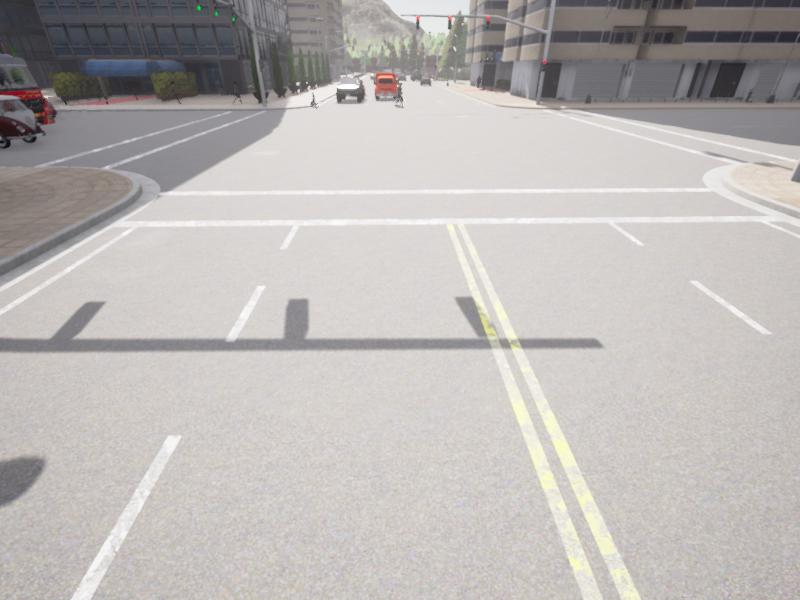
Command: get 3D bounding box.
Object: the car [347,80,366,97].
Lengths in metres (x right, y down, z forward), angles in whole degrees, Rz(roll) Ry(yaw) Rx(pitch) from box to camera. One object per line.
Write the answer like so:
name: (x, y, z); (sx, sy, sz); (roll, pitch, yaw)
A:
car: (-5.102, -24.985, 47.241); (1.801, 1.575, 5.366); (-1, 30, -1)

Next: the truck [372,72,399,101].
truck: (-1.524, -22.945, 42.865); (2.627, 2.467, 5.204); (-1, 30, -1)

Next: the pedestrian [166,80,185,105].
pedestrian: (-18.972, -17.530, 33.848); (0.751, 1.860, 0.751); (-2, 30, -4)

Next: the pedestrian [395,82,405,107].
pedestrian: (0.031, -17.440, 33.992); (0.751, 1.860, 0.751); (2, 30, 4)

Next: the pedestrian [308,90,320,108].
pedestrian: (-7.234, -16.895, 33.616); (0.751, 1.300, 0.751); (-2, 30, -3)

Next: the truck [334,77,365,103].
truck: (-4.964, -21.259, 40.346); (2.390, 2.098, 6.274); (-1, 30, -1)

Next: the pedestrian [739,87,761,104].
pedestrian: (30.711, -17.949, 35.113); (0.751, 1.300, 0.751); (-1, 30, -1)

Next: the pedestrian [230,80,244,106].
pedestrian: (-13.677, -17.366, 33.566); (0.751, 1.860, 0.751); (-9, 31, -15)

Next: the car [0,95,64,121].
car: (-25.177, -12.601, 26.245); (4.181, 1.385, 1.994); (-1, 30, -2)

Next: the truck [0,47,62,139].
truck: (-22.770, -10.169, 19.644); (8.468, 3.827, 2.891); (-1, 30, -2)

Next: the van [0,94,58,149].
van: (-18.069, -7.695, 17.230); (4.442, 1.987, 1.775); (-1, 30, -2)

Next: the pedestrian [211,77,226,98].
pedestrian: (-18.948, -22.214, 41.853); (0.751, 1.860, 0.751); (15, 33, 23)

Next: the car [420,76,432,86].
car: (4.664, -39.709, 72.593); (1.812, 1.442, 4.674); (0, 30, 0)

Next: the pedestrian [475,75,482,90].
pedestrian: (11.021, -30.656, 56.322); (0.751, 1.860, 0.751); (0, 30, 0)
